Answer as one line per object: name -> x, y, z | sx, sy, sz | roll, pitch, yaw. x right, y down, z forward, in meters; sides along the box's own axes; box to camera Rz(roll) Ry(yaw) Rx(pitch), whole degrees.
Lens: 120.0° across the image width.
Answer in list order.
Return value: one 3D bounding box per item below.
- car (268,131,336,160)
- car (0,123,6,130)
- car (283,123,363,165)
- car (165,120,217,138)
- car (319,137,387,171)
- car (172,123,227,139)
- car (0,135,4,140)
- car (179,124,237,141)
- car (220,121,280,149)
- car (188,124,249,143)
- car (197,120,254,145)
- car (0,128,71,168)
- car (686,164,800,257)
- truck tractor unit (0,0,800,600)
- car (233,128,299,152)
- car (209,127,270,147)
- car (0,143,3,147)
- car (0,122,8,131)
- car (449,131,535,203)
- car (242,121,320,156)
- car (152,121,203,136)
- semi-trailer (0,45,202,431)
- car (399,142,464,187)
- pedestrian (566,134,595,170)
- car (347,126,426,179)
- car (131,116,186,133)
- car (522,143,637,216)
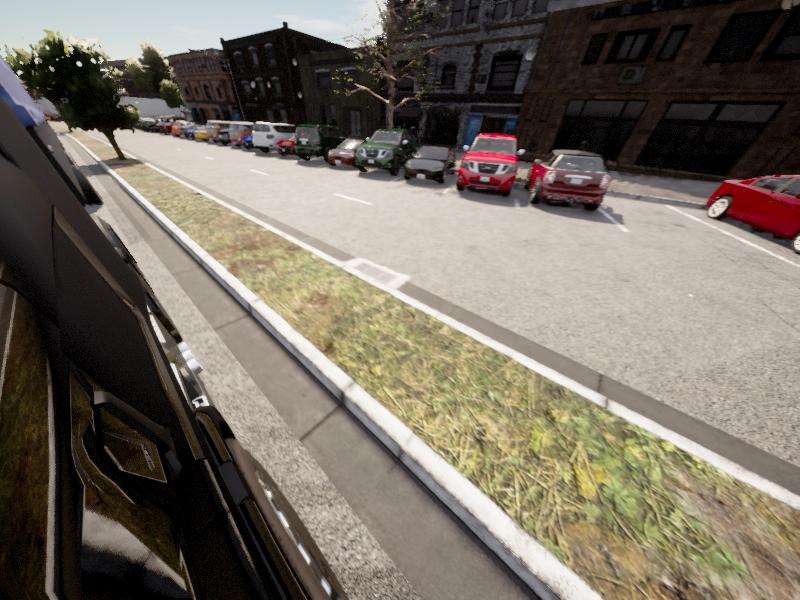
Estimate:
car -> -7.378, -12.209, 18.149 | 2.097, 1.535, 5.008 | 14, 38, 14
car -> -54.357, -22.280, 28.805 | 2.185, 1.767, 4.553 | 12, 39, 12
car -> -5.067, -11.203, 16.522 | 2.435, 2.045, 5.566 | 14, 38, 15
car -> -28.221, -23.270, 31.494 | 2.185, 1.767, 4.553 | 13, 38, 14
car -> -2.790, -9.721, 15.143 | 2.163, 1.488, 4.792 | 14, 38, 14
car -> -25.876, -21.966, 30.103 | 2.231, 1.521, 4.892 | 13, 38, 14
car -> -38.005, -14.092, 19.016 | 2.097, 1.535, 5.008 | 13, 39, 14
car -> -23.529, -20.764, 28.633 | 2.097, 1.535, 5.008 | 14, 38, 14
car -> -14.308, -15.993, 22.421 | 1.878, 1.987, 4.442 | 14, 38, 14
car -> -21.157, -19.649, 27.281 | 1.946, 1.575, 5.366 | 13, 38, 14
car -> -18.926, -18.440, 25.420 | 1.878, 1.987, 4.442 | 14, 38, 14
car -> -19.571, -8.108, 12.197 | 4.181, 1.385, 1.994 | 28, 44, 30
car -> 11.014, -2.406, 6.128 | 2.097, 1.535, 5.008 | 14, 38, 15
truck tractor unit -> -2.645, -0.295, 0.351 | 6.516, 4.208, 3.053 | 28, 44, 30
car -> -11.978, -14.654, 21.147 | 2.097, 1.535, 5.008 | 14, 38, 14
car -> -16.583, -17.094, 24.187 | 2.163, 1.488, 4.792 | 14, 38, 15
car -> -31.075, -10.621, 14.769 | 1.946, 1.575, 5.366 | 13, 39, 15
car -> -52.054, -20.928, 27.342 | 1.946, 1.575, 5.366 | 12, 39, 13
car -> 4.125, -6.275, 10.475 | 2.435, 2.045, 5.566 | 14, 38, 14
car -> -9.665, -13.648, 19.519 | 2.435, 2.045, 5.566 | 14, 38, 15
car -> -32.934, -25.574, 34.504 | 2.097, 1.535, 5.008 | 13, 37, 13
semi-trailer -> -8.706, -3.586, 4.237 | 14.254, 4.402, 2.717 | 28, 44, 30
car -> 1.810, -7.275, 12.143 | 2.163, 1.488, 4.792 | 14, 38, 14
pedestrian -> 11.861, -9.739, 15.225 | 0.751, 1.860, 0.751 | 27, 43, 26
car -> -0.475, -8.724, 13.477 | 2.435, 2.045, 5.566 | 14, 38, 14
car -> -40.081, -29.290, 38.628 | 2.435, 2.045, 5.566 | 12, 37, 12
car -> 6.403, -4.949, 9.046 | 2.185, 1.767, 4.553 | 14, 38, 15
